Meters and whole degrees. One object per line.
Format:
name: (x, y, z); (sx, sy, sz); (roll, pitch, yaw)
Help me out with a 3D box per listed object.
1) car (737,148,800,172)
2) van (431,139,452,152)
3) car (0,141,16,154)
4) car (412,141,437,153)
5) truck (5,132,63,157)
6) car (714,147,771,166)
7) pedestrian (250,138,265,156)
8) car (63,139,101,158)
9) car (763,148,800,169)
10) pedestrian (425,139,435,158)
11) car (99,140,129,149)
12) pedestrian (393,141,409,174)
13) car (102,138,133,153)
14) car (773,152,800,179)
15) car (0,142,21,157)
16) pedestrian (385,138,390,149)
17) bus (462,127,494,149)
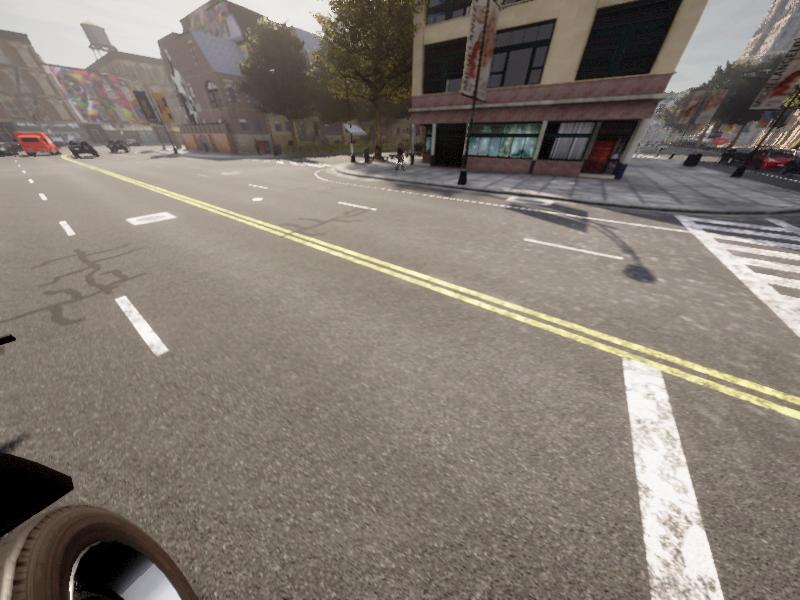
car: (33.525, -12.694, 20.871); (2.007, 1.525, 4.514); (22, 41, 28)
van: (8.142, -30.307, 45.162); (2.069, 2.038, 4.480); (22, 41, 28)
car: (-58.097, -21.653, 32.816); (2.002, 1.452, 4.674); (-22, 41, -28)
car: (4.385, -27.041, 40.847); (1.930, 1.638, 5.238); (22, 40, 28)
truck: (-46.919, -20.115, 29.853); (5.204, 2.467, 2.627); (30, 45, 35)
car: (37.239, -15.770, 25.292); (1.837, 1.490, 4.892); (22, 40, 27)
pedestrian: (-17.793, -19.052, 28.831); (0.751, 1.860, 0.751); (7, 36, 9)
car: (-39.683, -18.964, 28.802); (4.605, 1.855, 1.932); (25, 42, 31)
car: (39.475, -14.059, 22.871); (2.128, 1.511, 4.902); (22, 41, 28)
pedestrian: (3.593, -18.283, 27.930); (0.751, 1.860, 0.751); (24, 42, 30)
car: (-60.698, -33.183, 49.136); (2.007, 1.525, 4.514); (-11, 37, -15)
pedestrian: (0.063, -9.817, 15.901); (0.751, 1.860, 0.751); (26, 43, 32)
car: (-45.273, -24.902, 37.170); (1.932, 1.855, 4.605); (-23, 41, -29)
car: (29.762, -9.515, 16.404); (1.812, 1.442, 4.674); (22, 41, 28)
car: (-50.432, -18.887, 29.020); (3.806, 1.475, 1.970); (30, 45, 35)
pedestrian: (-2.692, -33.267, 49.112); (0.751, 1.860, 0.751); (21, 40, 27)
bus: (19.875, -41.021, 58.537); (3.944, 4.253, 10.273); (22, 41, 28)
